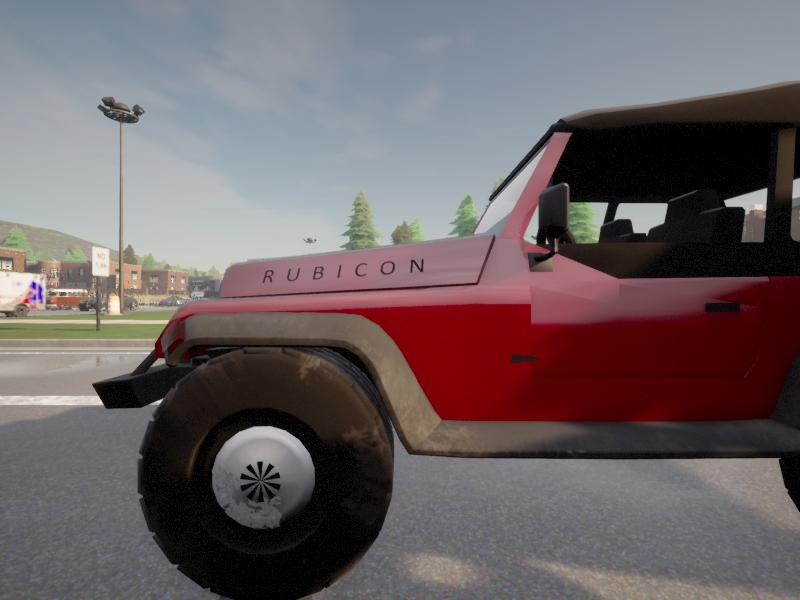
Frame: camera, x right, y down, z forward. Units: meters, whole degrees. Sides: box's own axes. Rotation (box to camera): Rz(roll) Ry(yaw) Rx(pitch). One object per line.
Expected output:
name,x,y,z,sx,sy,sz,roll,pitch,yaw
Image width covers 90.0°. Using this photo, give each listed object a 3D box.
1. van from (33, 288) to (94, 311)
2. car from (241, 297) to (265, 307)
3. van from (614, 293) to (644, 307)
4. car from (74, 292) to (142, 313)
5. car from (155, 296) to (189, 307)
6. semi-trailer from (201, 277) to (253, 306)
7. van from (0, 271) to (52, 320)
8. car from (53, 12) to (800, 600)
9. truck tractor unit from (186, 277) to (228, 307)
van,-31.877,-0.030,38.108,2.069,2.038,4.480,0,0,-1
car,-21.630,0.270,59.105,1.812,1.442,4.674,0,0,-1
van,32.888,-0.001,57.660,1.775,1.987,4.442,0,0,-1
car,-24.825,0.181,34.313,2.152,1.651,5.027,0,0,-1
car,-32.103,0.224,56.590,2.038,1.542,4.974,0,0,-1
semi-trailer,-28.753,-1.236,67.634,2.717,4.402,14.254,0,0,-1
van,-21.156,-0.222,19.824,2.351,2.431,6.366,0,0,-1
car,0.853,0.046,2.203,3.866,1.878,1.905,0,0,0
truck tractor unit,-28.674,-1.152,59.693,3.053,4.208,6.516,-2,1,-1
